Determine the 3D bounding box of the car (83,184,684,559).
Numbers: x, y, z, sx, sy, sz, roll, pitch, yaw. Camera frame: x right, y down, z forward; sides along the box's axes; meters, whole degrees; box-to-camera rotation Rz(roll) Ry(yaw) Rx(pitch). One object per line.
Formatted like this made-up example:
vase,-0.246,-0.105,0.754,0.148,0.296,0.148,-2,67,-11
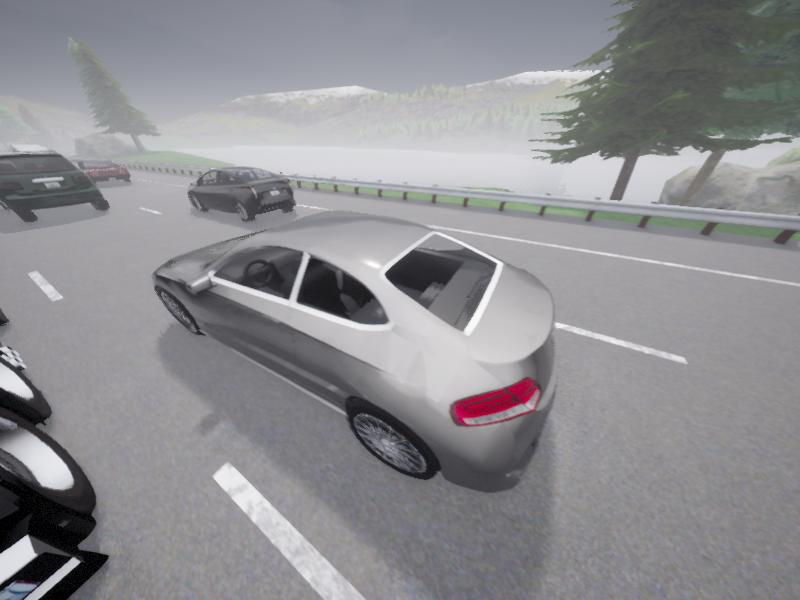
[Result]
car,-0.915,-0.185,2.862,5.027,1.651,2.152,18,39,24

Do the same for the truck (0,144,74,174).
truck,-34.115,-13.301,21.626,6.274,2.098,2.390,18,39,24

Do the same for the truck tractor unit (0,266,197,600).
truck tractor unit,-5.118,-0.291,0.780,6.516,4.208,3.053,18,39,24

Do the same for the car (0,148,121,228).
car,-13.938,-4.521,8.856,5.566,2.045,2.150,18,39,24

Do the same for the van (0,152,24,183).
van,-29.229,-9.413,16.042,4.480,2.038,2.069,18,39,24

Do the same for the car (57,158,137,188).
car,-19.911,-8.426,15.182,4.718,1.301,1.895,18,39,24

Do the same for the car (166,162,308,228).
car,-5.985,-4.065,8.573,4.514,1.525,2.007,18,39,24
